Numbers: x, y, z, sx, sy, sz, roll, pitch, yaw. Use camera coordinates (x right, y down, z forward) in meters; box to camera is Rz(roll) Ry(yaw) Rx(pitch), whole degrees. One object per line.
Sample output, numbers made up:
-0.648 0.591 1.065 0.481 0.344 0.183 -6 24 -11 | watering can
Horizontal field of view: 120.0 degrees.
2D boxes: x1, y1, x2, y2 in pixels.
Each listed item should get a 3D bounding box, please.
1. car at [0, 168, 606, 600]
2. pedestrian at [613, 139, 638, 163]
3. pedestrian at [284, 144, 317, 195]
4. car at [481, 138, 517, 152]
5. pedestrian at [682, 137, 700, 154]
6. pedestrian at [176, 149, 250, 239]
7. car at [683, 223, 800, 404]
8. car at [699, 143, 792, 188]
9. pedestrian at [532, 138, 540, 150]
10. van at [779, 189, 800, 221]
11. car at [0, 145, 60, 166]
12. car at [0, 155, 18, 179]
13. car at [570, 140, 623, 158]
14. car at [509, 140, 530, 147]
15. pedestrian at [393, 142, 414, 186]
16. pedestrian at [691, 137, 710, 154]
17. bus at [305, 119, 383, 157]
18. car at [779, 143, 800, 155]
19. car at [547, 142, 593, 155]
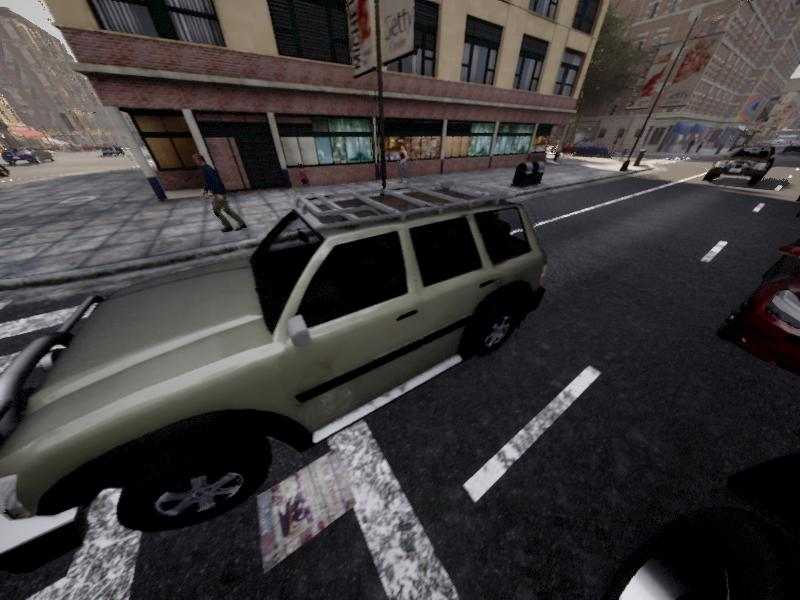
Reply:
-0.450 -0.124 2.459 4.605 1.855 1.932 -20 40 -26 | car
20.715 -13.705 21.250 0.751 1.860 0.751 -21 40 -26 | pedestrian
-4.312 -5.722 10.132 0.751 1.860 0.751 -22 41 -28 | pedestrian
18.220 -28.871 42.910 2.150 2.045 5.566 -27 43 -33 | car
40.436 -21.485 32.122 0.751 1.860 0.751 -29 44 -34 | pedestrian
-4.552 -2.616 5.731 0.751 1.860 0.751 -24 42 -30 | pedestrian
6.274 -0.152 2.800 4.792 1.488 2.163 -19 39 -25 | car
19.678 -7.793 13.167 4.605 1.855 1.932 -22 40 -27 | car
26.124 -29.998 44.303 0.751 1.860 0.751 17 39 23 | pedestrian
15.837 -4.143 7.548 6.366 2.431 2.351 -21 40 -27 | van
-40.972 -15.992 25.492 2.152 1.651 5.027 -21 40 -26 | car
-28.624 -8.744 15.248 1.816 1.474 4.193 -21 40 -26 | car
25.295 -19.618 29.957 2.097 1.767 4.553 -22 41 -27 | car
31.060 -40.616 59.983 4.902 1.511 2.128 -21 40 -27 | car
0.182 -7.005 11.915 0.751 1.860 0.751 -21 40 -26 | pedestrian
41.012 -21.081 31.544 0.751 1.860 0.751 -22 40 -27 | pedestrian
-8.114 -24.411 34.886 10.273 4.253 3.944 -21 40 -27 | bus
57.518 -22.030 33.546 4.718 1.301 1.895 -21 40 -27 | car
25.533 -22.935 34.881 1.882 1.535 5.008 -22 41 -28 | car
